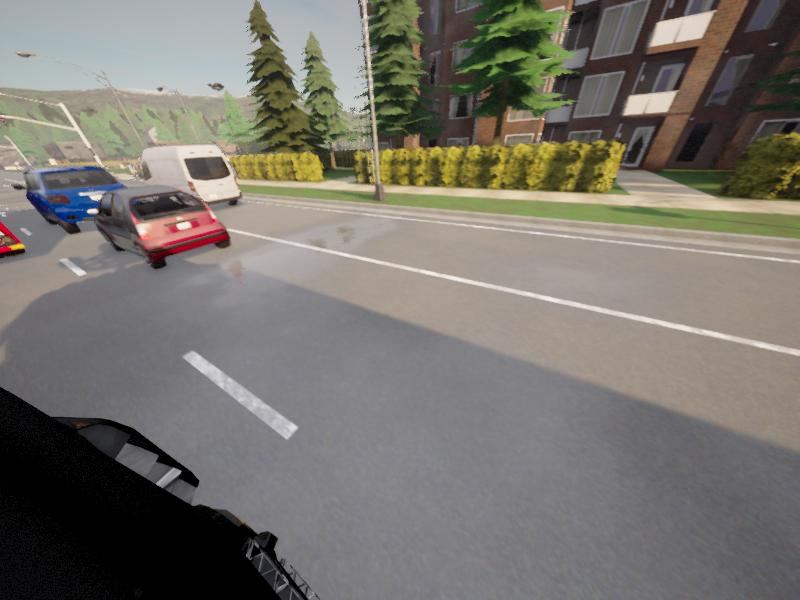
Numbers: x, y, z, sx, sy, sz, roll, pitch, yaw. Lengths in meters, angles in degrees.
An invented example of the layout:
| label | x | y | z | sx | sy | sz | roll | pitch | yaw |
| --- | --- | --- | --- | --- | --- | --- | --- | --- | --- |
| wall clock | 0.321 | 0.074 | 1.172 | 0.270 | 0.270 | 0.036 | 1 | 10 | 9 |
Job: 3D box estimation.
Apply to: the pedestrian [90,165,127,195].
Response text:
| label | x | y | z | sx | sy | sz | roll | pitch | yaw |
| --- | --- | --- | --- | --- | --- | --- | --- | --- | --- |
| pedestrian | -20.963 | -8.634 | 16.661 | 0.751 | 1.860 | 0.751 | 16 | 38 | 25 |

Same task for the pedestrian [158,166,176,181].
| label | x | y | z | sx | sy | sz | roll | pitch | yaw |
| --- | --- | --- | --- | --- | --- | --- | --- | --- | --- |
| pedestrian | -25.673 | -13.963 | 25.495 | 0.751 | 1.300 | 0.751 | 15 | 37 | 24 |

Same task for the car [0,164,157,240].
| label | x | y | z | sx | sy | sz | roll | pitch | yaw |
| --- | --- | --- | --- | --- | --- | --- | --- | --- | --- |
| car | -12.761 | -4.117 | 9.174 | 5.566 | 2.045 | 2.150 | 16 | 38 | 26 |

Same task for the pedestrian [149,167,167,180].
| label | x | y | z | sx | sy | sz | roll | pitch | yaw |
| --- | --- | --- | --- | --- | --- | --- | --- | --- | --- |
| pedestrian | -27.664 | -14.509 | 26.454 | 0.751 | 1.300 | 0.751 | 16 | 38 | 26 |

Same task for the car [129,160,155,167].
| label | x | y | z | sx | sy | sz | roll | pitch | yaw |
| --- | --- | --- | --- | --- | --- | --- | --- | --- | --- |
| car | -80.331 | -42.456 | 71.980 | 1.882 | 1.535 | 5.008 | 16 | 38 | 26 |

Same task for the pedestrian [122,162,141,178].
| label | x | y | z | sx | sy | sz | roll | pitch | yaw |
| --- | --- | --- | --- | --- | --- | --- | --- | --- | --- |
| pedestrian | -35.193 | -17.059 | 30.319 | 0.751 | 1.860 | 0.751 | 17 | 38 | 27 |

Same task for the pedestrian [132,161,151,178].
| label | x | y | z | sx | sy | sz | roll | pitch | yaw |
| --- | --- | --- | --- | --- | --- | --- | --- | --- | --- |
| pedestrian | -34.417 | -17.390 | 30.757 | 0.751 | 1.860 | 0.751 | 19 | 39 | 29 |

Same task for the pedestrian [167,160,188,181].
| label | x | y | z | sx | sy | sz | roll | pitch | yaw |
| --- | --- | --- | --- | --- | --- | --- | --- | --- | --- |
| pedestrian | -23.977 | -13.966 | 24.871 | 0.751 | 1.860 | 0.751 | 17 | 39 | 27 |

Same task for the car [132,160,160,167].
| label | x | y | z | sx | sy | sz | roll | pitch | yaw |
| --- | --- | --- | --- | --- | --- | --- | --- | --- | --- |
| car | -77.282 | -41.650 | 70.458 | 1.930 | 1.638 | 5.238 | 16 | 38 | 26 |

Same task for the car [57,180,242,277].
| label | x | y | z | sx | sy | sz | roll | pitch | yaw |
| --- | --- | --- | --- | --- | --- | --- | --- | --- | --- |
| car | -6.596 | -2.145 | 6.169 | 3.988 | 1.617 | 1.851 | 16 | 38 | 26 |

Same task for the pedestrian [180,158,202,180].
| label | x | y | z | sx | sy | sz | roll | pitch | yaw |
| --- | --- | --- | --- | --- | --- | --- | --- | --- | --- |
| pedestrian | -20.847 | -13.075 | 23.035 | 0.751 | 1.860 | 0.751 | 20 | 40 | 30 |

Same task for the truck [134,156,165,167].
| label | x | y | z | sx | sy | sz | roll | pitch | yaw |
| --- | --- | --- | --- | --- | --- | --- | --- | --- | --- |
| truck | -74.281 | -41.115 | 68.690 | 2.627 | 2.467 | 5.204 | 16 | 38 | 26 |

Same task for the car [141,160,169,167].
| label | x | y | z | sx | sy | sz | roll | pitch | yaw |
| --- | --- | --- | --- | --- | --- | --- | --- | --- | --- |
| car | -71.327 | -39.787 | 67.282 | 2.038 | 1.542 | 4.974 | 16 | 38 | 26 |

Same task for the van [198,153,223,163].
| label | x | y | z | sx | sy | sz | roll | pitch | yaw |
| --- | --- | --- | --- | --- | --- | --- | --- | --- | --- |
| van | -65.810 | -49.473 | 80.514 | 1.988 | 2.561 | 5.915 | 16 | 38 | 26 |

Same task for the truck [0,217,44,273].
| label | x | y | z | sx | sy | sz | roll | pitch | yaw |
| --- | --- | --- | --- | --- | --- | --- | --- | --- | --- |
| truck | -13.873 | -2.925 | 5.865 | 8.468 | 3.827 | 2.891 | 16 | 38 | 26 |

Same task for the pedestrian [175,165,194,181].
| label | x | y | z | sx | sy | sz | roll | pitch | yaw |
| --- | --- | --- | --- | --- | --- | --- | --- | --- | --- |
| pedestrian | -21.277 | -12.599 | 22.858 | 0.751 | 1.300 | 0.751 | 21 | 41 | 32 |

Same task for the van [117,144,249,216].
| label | x | y | z | sx | sy | sz | roll | pitch | yaw |
| --- | --- | --- | --- | --- | --- | --- | --- | --- | --- |
| van | -10.560 | -5.933 | 11.294 | 5.915 | 2.561 | 1.988 | 16 | 38 | 26 |
